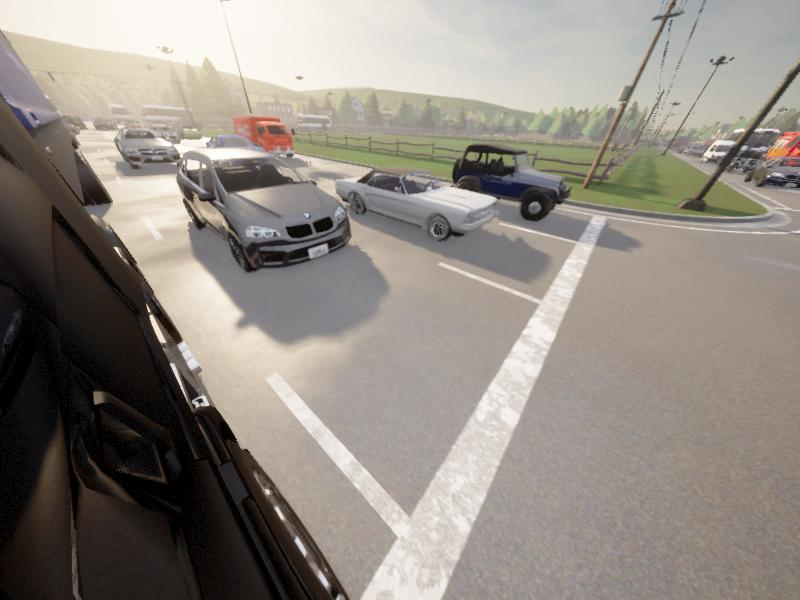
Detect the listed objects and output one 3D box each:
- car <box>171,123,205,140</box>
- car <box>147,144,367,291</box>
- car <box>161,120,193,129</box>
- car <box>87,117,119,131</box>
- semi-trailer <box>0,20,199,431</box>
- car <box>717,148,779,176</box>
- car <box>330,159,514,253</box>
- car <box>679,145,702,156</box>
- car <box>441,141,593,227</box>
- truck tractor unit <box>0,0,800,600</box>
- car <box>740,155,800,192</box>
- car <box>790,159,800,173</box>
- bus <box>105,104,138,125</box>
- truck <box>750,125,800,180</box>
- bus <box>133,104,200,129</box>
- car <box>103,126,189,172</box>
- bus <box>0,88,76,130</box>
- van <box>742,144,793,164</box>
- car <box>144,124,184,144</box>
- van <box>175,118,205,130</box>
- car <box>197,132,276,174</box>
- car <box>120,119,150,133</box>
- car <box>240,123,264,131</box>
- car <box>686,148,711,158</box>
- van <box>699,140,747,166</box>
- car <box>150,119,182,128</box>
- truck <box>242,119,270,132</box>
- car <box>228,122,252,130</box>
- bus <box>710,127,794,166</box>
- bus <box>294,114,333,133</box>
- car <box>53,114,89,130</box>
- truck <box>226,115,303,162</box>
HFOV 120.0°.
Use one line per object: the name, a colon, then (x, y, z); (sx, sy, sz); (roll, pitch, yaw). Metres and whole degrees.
car: (-27.370, -21.716, 29.765); (4.514, 1.525, 2.007); (30, 45, 32)
car: (-3.161, -2.258, 5.096); (4.611, 1.667, 2.242); (29, 44, 31)
car: (-52.478, -41.373, 54.561); (2.163, 1.488, 4.792); (20, 40, 22)
car: (-47.910, -28.494, 37.400); (2.242, 1.667, 4.611); (-24, 44, -30)
semi-trailer: (-8.594, -3.670, 4.332); (14.254, 4.402, 2.717); (29, 44, 31)
car: (33.002, -13.307, 22.138); (1.932, 1.855, 4.605); (29, 44, 31)
car: (0.327, -2.961, 6.582); (4.718, 1.301, 1.895); (29, 44, 30)
car: (64.001, -33.049, 50.976); (2.242, 1.667, 4.611); (29, 44, 31)
car: (3.688, -4.149, 7.897); (3.866, 1.878, 1.905); (28, 44, 30)
truck tractor unit: (-2.645, -0.295, 0.351); (6.516, 4.208, 3.053); (28, 44, 30)
car: (25.526, -8.428, 15.265); (2.242, 1.667, 4.611); (29, 44, 31)
car: (44.650, -14.310, 24.611); (1.812, 1.442, 4.674); (29, 44, 31)
bus: (-79.494, -52.859, 65.901); (10.273, 4.253, 3.944); (29, 44, 32)
truck: (36.910, -13.422, 20.918); (2.891, 3.827, 8.468); (29, 44, 31)
bus: (-57.658, -45.654, 57.652); (3.944, 4.253, 10.273); (23, 41, 25)
car: (-13.876, -8.334, 12.596); (5.027, 1.651, 2.152); (30, 44, 32)
bus: (-54.158, -27.847, 33.957); (3.944, 4.253, 10.273); (-21, 43, -27)
van: (58.117, -23.334, 36.785); (2.351, 2.431, 6.366); (29, 44, 31)
car: (-24.389, -17.146, 23.863); (3.806, 1.475, 1.970); (30, 44, 32)
van: (-48.916, -41.081, 53.981); (1.775, 1.987, 4.442); (22, 41, 24)
car: (-9.423, -8.562, 13.264); (5.008, 1.535, 1.882); (30, 45, 31)
car: (-41.241, -27.089, 35.951); (4.611, 1.667, 2.242); (32, 45, 33)
car: (-40.242, -46.994, 62.889); (2.128, 1.511, 4.902); (30, 44, 31)
car: (54.648, -26.996, 42.352); (1.994, 1.385, 4.181); (29, 44, 31)
van: (41.947, -19.300, 30.220); (1.988, 2.561, 5.915); (29, 44, 31)
car: (-55.907, -42.207, 55.299); (2.242, 1.667, 4.611); (17, 39, 19)
truck: (-37.772, -45.806, 60.648); (2.627, 2.467, 5.204); (30, 44, 31)
car: (-45.754, -49.807, 66.213); (2.152, 1.651, 5.027); (29, 44, 31)
bus: (52.533, -23.500, 35.109); (3.944, 4.253, 10.273); (29, 45, 31)
bus: (-26.177, -53.751, 70.596); (3.944, 4.253, 10.273); (30, 44, 31)
car: (-50.581, -27.480, 35.679); (1.905, 1.878, 3.866); (-23, 43, -30)
truck: (-10.069, -12.149, 17.252); (5.204, 2.467, 2.627); (30, 45, 31)
